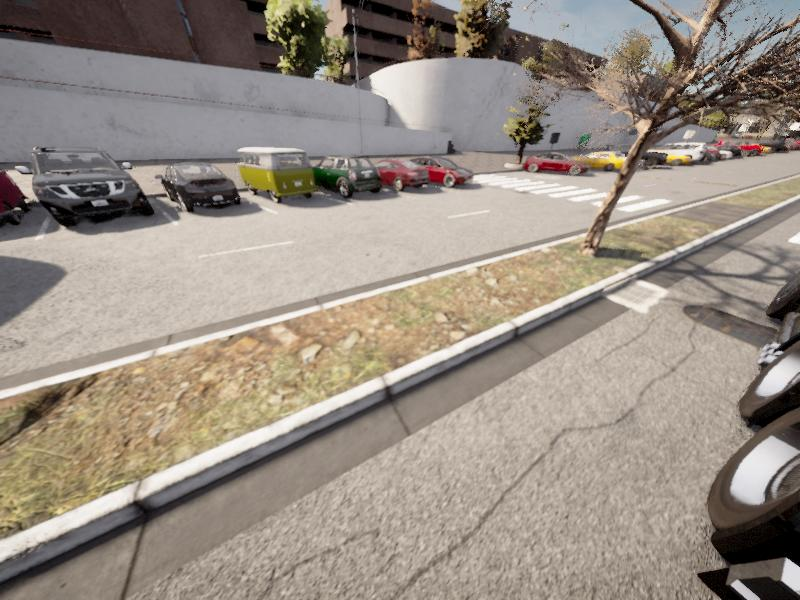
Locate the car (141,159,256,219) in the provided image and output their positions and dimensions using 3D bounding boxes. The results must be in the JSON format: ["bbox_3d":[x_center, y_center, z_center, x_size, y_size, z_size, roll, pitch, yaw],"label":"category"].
[{"bbox_3d":[-8.353,-4.791,9.500,4.892,1.521,2.231,27,43,34],"label":"car"}]

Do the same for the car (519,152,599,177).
[{"bbox_3d":[12.791,-11.138,18.841,4.792,1.488,2.163,27,42,34],"label":"car"}]

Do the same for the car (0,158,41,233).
[{"bbox_3d":[-13.526,-3.352,6.991,4.442,1.987,1.878,27,42,34],"label":"car"}]

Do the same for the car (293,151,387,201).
[{"bbox_3d":[-3.075,-6.474,11.740,4.553,1.767,2.185,27,43,34],"label":"car"}]

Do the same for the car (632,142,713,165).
[{"bbox_3d":[31.279,-17.047,26.857,5.566,2.045,2.435,26,43,34],"label":"car"}]

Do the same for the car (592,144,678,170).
[{"bbox_3d":[23.385,-14.581,23.356,5.566,2.045,2.435,27,42,34],"label":"car"}]

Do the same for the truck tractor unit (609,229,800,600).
[{"bbox_3d":[5.049,-0.358,0.863,6.516,4.208,3.053,-21,40,-27],"label":"truck tractor unit"}]

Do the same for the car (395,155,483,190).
[{"bbox_3d":[2.206,-7.943,14.164,4.792,1.488,2.163,27,42,34],"label":"car"}]

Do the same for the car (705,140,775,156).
[{"bbox_3d":[52.500,-23.695,35.997,5.566,2.045,2.435,26,43,34],"label":"car"}]

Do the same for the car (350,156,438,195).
[{"bbox_3d":[-0.466,-7.141,13.009,4.674,1.452,2.002,27,43,34],"label":"car"}]

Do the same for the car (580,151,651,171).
[{"bbox_3d":[20.709,-13.547,22.369,4.674,1.452,2.002,27,42,34],"label":"car"}]

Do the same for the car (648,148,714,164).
[{"bbox_3d":[33.925,-17.639,28.168,4.792,1.488,2.163,26,43,34],"label":"car"}]

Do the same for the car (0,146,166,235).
[{"bbox_3d":[-10.962,-4.200,8.188,5.566,2.045,2.435,27,42,34],"label":"car"}]

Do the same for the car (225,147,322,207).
[{"bbox_3d":[-5.816,-5.817,10.602,4.442,1.987,1.878,27,43,34],"label":"car"}]

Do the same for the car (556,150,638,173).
[{"bbox_3d":[17.921,-12.842,21.273,5.366,1.575,1.946,27,43,34],"label":"car"}]

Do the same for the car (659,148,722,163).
[{"bbox_3d":[36.603,-18.449,29.318,4.674,1.452,2.002,26,43,34],"label":"car"}]

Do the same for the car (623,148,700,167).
[{"bbox_3d":[28.793,-15.946,25.727,5.366,1.575,1.946,26,42,34],"label":"car"}]
